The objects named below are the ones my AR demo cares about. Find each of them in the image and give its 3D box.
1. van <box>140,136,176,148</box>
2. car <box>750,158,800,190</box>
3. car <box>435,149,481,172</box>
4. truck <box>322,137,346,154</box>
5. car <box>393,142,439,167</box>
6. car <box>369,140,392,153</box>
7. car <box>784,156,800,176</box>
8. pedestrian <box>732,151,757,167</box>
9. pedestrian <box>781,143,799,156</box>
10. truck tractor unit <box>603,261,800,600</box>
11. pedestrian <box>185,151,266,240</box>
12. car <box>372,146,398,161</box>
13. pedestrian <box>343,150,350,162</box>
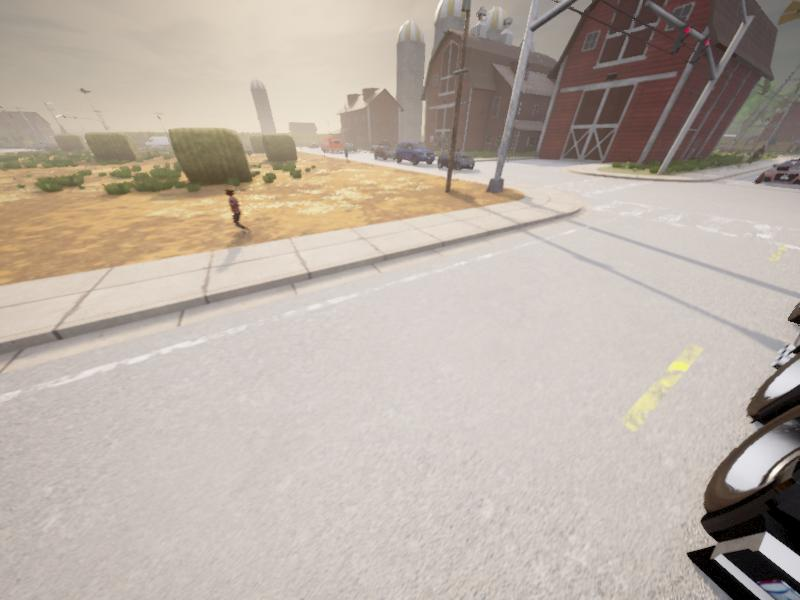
[{"bbox_3d":[-65.632,-42.865,62.808,5.915,2.561,1.988,-18,39,-24],"label":"van"},{"bbox_3d":[24.480,-7.912,14.367,4.181,1.385,1.994,-17,39,-24],"label":"car"},{"bbox_3d":[5.071,-12.526,20.646,1.845,1.501,3.633,-19,39,-25],"label":"car"},{"bbox_3d":[-12.587,-29.471,44.041,2.627,2.467,5.204,-19,39,-25],"label":"truck"},{"bbox_3d":[1.544,-16.054,25.242,2.150,2.045,5.566,-19,39,-25],"label":"car"},{"bbox_3d":[-3.701,-29.421,44.266,3.866,1.878,1.905,8,41,14],"label":"car"},{"bbox_3d":[34.904,-11.441,19.282,5.238,1.638,1.930,-19,39,-25],"label":"car"},{"bbox_3d":[33.824,-13.814,22.671,0.751,1.300,0.751,-19,39,-25],"label":"pedestrian"},{"bbox_3d":[70.936,-27.431,42.044,0.751,1.860,0.751,-18,39,-24],"label":"pedestrian"},{"bbox_3d":[5.104,-0.308,0.787,6.516,4.208,3.053,-19,39,-24],"label":"truck tractor unit"},{"bbox_3d":[-4.071,-2.494,5.586,0.751,1.860,0.751,-5,35,-7],"label":"pedestrian"},{"bbox_3d":[-1.924,-19.095,30.014,1.789,1.549,3.705,-19,39,-26],"label":"car"},{"bbox_3d":[-5.838,-15.777,25.305,0.500,1.100,0.500,-23,41,-29],"label":"pedestrian"}]
